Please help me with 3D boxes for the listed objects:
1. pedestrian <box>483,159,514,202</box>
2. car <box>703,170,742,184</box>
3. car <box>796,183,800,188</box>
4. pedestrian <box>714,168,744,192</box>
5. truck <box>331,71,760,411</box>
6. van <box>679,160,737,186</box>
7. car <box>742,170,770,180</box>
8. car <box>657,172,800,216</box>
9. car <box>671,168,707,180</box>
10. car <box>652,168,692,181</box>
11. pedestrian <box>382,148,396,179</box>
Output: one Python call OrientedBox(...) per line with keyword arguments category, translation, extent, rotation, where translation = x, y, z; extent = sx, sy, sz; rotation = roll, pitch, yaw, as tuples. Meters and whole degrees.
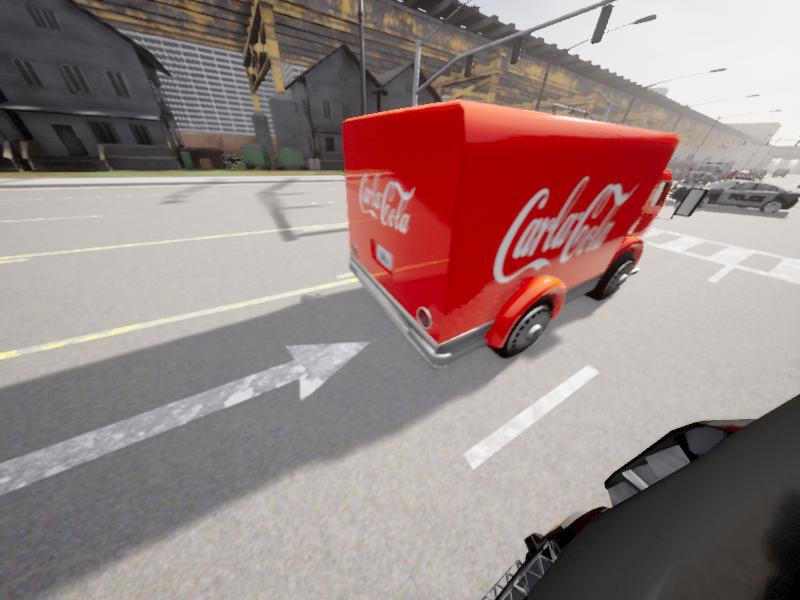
OrientedBox(category="pedestrian", translation=(5.009, -6.092, 11.827), extent=(0.751, 1.860, 0.751), rotation=(-20, 40, -31))
OrientedBox(category="car", translation=(45.336, -17.323, 32.476), extent=(5.357, 1.411, 2.033), rotation=(-16, 38, -26))
OrientedBox(category="car", translation=(55.703, -15.962, 30.828), extent=(4.605, 1.855, 1.932), rotation=(-16, 38, -26))
OrientedBox(category="pedestrian", translation=(31.114, -11.359, 21.873), extent=(0.751, 1.860, 0.751), rotation=(-14, 37, -24))
OrientedBox(category="truck", translation=(2.013, -1.192, 3.689), extent=(5.204, 2.467, 2.627), rotation=(-15, 38, -25))
OrientedBox(category="van", translation=(38.041, -15.703, 28.510), extent=(6.366, 2.431, 2.351), rotation=(-16, 38, -26))
OrientedBox(category="car", translation=(66.335, -23.246, 43.012), extent=(4.892, 1.490, 1.837), rotation=(-15, 38, -26))
OrientedBox(category="car", translation=(19.329, -6.310, 13.552), extent=(5.238, 1.638, 1.930), rotation=(13, 34, 15))
OrientedBox(category="car", translation=(44.124, -19.214, 35.230), extent=(5.357, 1.411, 2.033), rotation=(-16, 38, -26))
OrientedBox(category="car", translation=(37.580, -17.380, 31.937), extent=(5.357, 1.411, 2.033), rotation=(-16, 38, -26))
OrientedBox(category="pedestrian", translation=(-0.830, -10.192, 17.262), extent=(0.751, 1.860, 0.751), rotation=(13, 35, 14))
